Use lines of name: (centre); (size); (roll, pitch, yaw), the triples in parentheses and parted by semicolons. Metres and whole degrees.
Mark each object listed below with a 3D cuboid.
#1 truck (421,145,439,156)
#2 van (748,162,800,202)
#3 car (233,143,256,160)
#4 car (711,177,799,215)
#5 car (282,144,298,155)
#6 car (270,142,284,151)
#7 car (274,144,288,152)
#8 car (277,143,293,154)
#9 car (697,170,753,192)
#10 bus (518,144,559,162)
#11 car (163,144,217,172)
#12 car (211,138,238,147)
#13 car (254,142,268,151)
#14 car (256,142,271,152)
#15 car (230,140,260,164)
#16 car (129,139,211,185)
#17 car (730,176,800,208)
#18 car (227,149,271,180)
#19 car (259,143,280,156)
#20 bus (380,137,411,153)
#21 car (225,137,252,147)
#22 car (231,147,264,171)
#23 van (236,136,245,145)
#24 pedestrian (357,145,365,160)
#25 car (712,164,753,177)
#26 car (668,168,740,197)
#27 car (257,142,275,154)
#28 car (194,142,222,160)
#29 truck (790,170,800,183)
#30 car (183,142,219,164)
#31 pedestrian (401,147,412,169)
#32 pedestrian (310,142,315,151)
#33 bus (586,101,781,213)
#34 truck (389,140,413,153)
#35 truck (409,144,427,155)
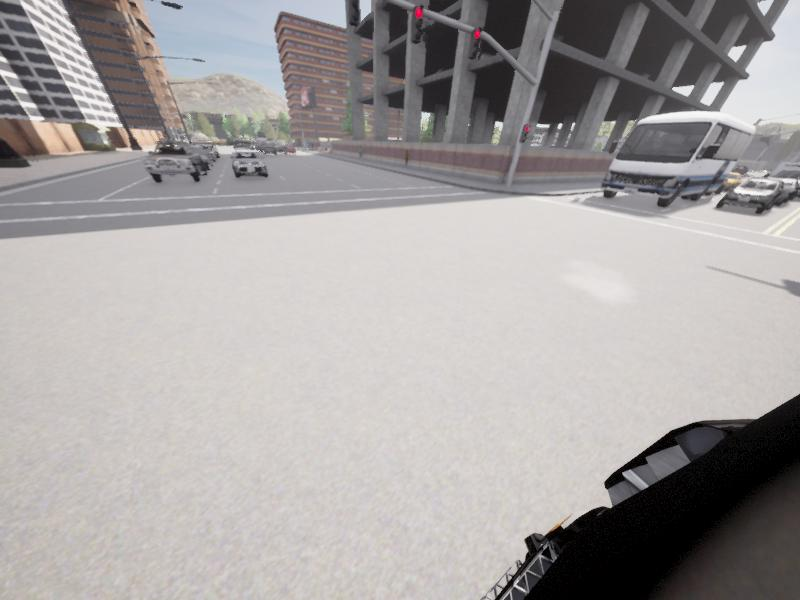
truck: (8.981, -45.061, 69.525); (2.615, 2.467, 5.204); (-16, 38, -26)
van: (31.994, -9.755, 18.863); (6.366, 2.431, 2.351); (-16, 38, -26)
car: (-19.136, -18.323, 28.479); (1.837, 1.490, 4.892); (-16, 38, -26)
car: (19.854, -5.918, 12.952); (3.705, 1.549, 1.789); (-16, 38, -26)
car: (-19.549, -26.644, 40.838); (1.789, 1.549, 3.705); (-16, 38, -26)
car: (-29.262, -36.498, 54.826); (2.242, 1.667, 4.611); (-16, 38, -26)
car: (-25.450, -32.522, 49.397); (1.895, 1.301, 4.718); (-16, 38, -26)
car: (-22.402, -29.507, 44.965); (1.970, 1.475, 3.806); (-16, 38, -26)
car: (30.684, -11.282, 21.805); (5.366, 1.575, 1.801); (-16, 38, -26)
bus: (45.318, -48.525, 76.151); (3.944, 4.253, 10.273); (-16, 38, -26)
car: (-15.573, -10.762, 17.465); (2.163, 1.488, 4.792); (-16, 38, -26)
car: (-47.601, -42.799, 62.795); (5.366, 1.575, 1.801); (-16, 38, -26)
car: (-30.799, -34.086, 51.170); (2.007, 1.525, 4.514); (-16, 38, -26)
car: (-27.581, -30.850, 46.520); (2.007, 1.525, 4.514); (-16, 38, -26)
car: (-15.975, -15.284, 23.827); (1.905, 1.878, 3.866); (-16, 38, -26)
car: (-12.495, -7.853, 12.999); (1.932, 1.855, 4.605); (-14, 37, -24)
car: (25.407, -7.491, 15.781); (4.902, 1.511, 2.128); (-16, 38, -26)
car: (-10.153, -9.205, 15.568); (1.970, 1.475, 3.806); (-16, 38, -25)
car: (-20.854, -24.011, 36.837); (2.128, 1.511, 4.902); (-16, 38, -26)
bus: (-1.705, -54.760, 81.862); (10.273, 4.253, 3.944); (-16, 38, -26)
car: (-42.987, -42.066, 61.616); (5.566, 2.045, 2.150); (-16, 38, -26)
car: (-12.985, -12.052, 19.632); (1.812, 1.442, 4.674); (-16, 38, -26)
van: (-56.555, -56.794, 82.084); (1.988, 2.561, 5.915); (-16, 38, -26)
pedestrian: (-5.764, -21.811, 34.105); (0.751, 1.860, 0.751); (-14, 37, -24)
car: (64.217, -25.090, 44.745); (1.905, 1.878, 3.866); (-15, 38, -25)
car: (24.569, -9.567, 18.676); (4.611, 1.667, 2.242); (-16, 38, -26)
car: (-24.184, -27.445, 41.604); (2.033, 1.649, 4.856); (-16, 38, -26)
car: (-21.806, -17.090, 26.441); (1.816, 1.474, 4.193); (-16, 38, -26)
truck: (64.343, -18.731, 33.564); (2.891, 3.827, 8.468); (16, 37, 19)
car: (-18.758, -14.046, 22.010); (1.851, 1.617, 3.988); (-16, 38, -26)
pedestrian: (0.689, -14.871, 24.239); (0.751, 1.860, 0.751); (-14, 37, -23)
pedestrian: (-21.717, -38.029, 57.102); (0.751, 1.860, 0.751); (-14, 37, -24)
bus: (17.027, -8.384, 13.986); (10.273, 4.253, 3.944); (-16, 38, -26)
truck: (0.202, -57.289, 86.181); (8.468, 3.827, 2.891); (-16, 38, -26)
truck: (5.251, -43.999, 67.642); (2.615, 2.467, 5.204); (-16, 38, -26)
